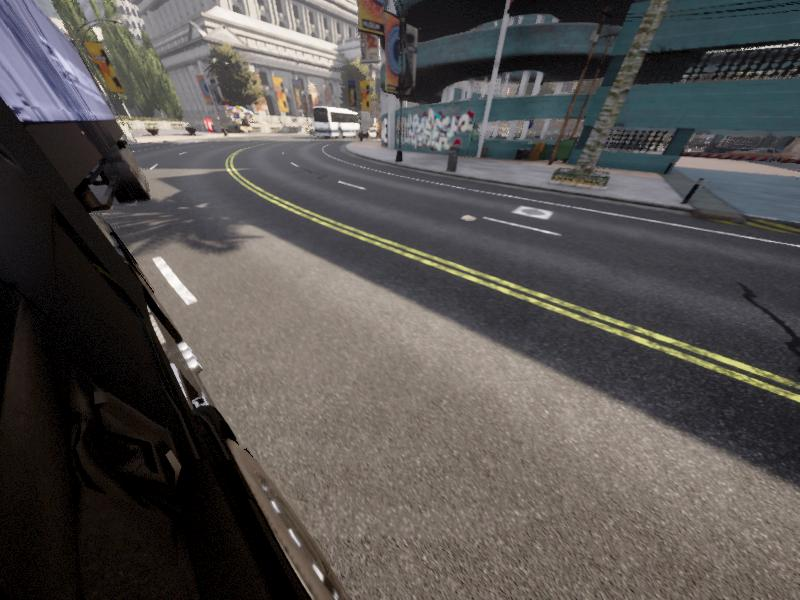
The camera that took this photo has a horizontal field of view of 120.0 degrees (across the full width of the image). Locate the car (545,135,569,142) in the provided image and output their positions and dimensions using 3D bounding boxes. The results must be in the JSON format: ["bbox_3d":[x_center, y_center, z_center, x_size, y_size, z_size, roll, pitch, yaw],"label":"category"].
[{"bbox_3d":[44.932,-46.334,66.170,5.357,1.411,2.033,26,43,29],"label":"car"}]

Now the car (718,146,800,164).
[{"bbox_3d":[40.120,-16.381,26.045,4.718,1.301,1.895,26,43,28],"label":"car"}]

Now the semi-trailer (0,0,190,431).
[{"bbox_3d":[-8.118,-3.936,4.736,2.717,4.402,14.254,-28,46,-33],"label":"semi-trailer"}]

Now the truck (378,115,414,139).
[{"bbox_3d":[-0.729,-36.409,48.694,2.891,3.827,8.468,25,43,28],"label":"truck"}]

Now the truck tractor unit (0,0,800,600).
[{"bbox_3d":[-2.645,-0.295,0.351,6.516,4.208,3.053,28,44,30],"label":"truck tractor unit"}]

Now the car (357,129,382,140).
[{"bbox_3d":[-5.665,-31.317,43.597,2.038,1.542,4.974,20,40,22],"label":"car"}]

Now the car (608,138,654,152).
[{"bbox_3d":[35.911,-24.241,36.114,4.902,1.511,2.128,26,43,28],"label":"car"}]

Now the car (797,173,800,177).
[{"bbox_3d":[29.423,-7.895,13.530,5.566,2.045,2.435,26,43,28],"label":"car"}]

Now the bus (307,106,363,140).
[{"bbox_3d":[-10.912,-31.188,40.903,3.944,4.253,10.273,14,39,16],"label":"bus"}]

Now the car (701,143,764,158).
[{"bbox_3d":[47.578,-21.594,33.253,4.786,1.482,2.161,26,43,28],"label":"car"}]

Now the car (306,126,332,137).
[{"bbox_3d":[-15.970,-33.505,45.868,2.242,1.667,4.611,19,40,21],"label":"car"}]

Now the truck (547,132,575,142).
[{"bbox_3d":[47.390,-48.066,68.006,6.274,2.098,2.390,26,43,29],"label":"truck"}]
